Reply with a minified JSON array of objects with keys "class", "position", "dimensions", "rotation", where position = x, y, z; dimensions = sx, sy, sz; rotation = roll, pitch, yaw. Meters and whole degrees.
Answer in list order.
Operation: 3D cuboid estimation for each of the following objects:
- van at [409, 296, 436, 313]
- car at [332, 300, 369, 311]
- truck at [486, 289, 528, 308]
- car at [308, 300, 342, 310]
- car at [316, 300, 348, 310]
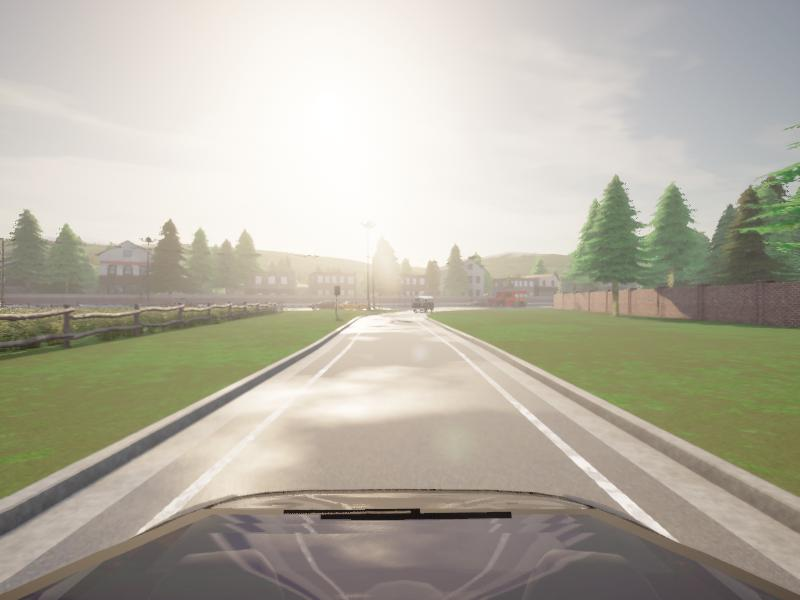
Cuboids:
[{"class":"van","position":[2.890,0.554,50.247],"dimensions":[2.069,2.038,4.480],"rotation":[0,-1,22]},{"class":"car","position":[-7.485,0.776,60.865],"dimensions":[5.366,1.575,1.801],"rotation":[0,0,-25]},{"class":"truck","position":[22.122,-0.359,82.338],"dimensions":[8.468,3.827,2.891],"rotation":[0,0,-25]},{"class":"car","position":[-11.730,0.797,62.752],"dimensions":[5.008,1.535,1.882],"rotation":[0,0,-25]},{"class":"car","position":[-11.385,0.795,66.772],"dimensions":[5.008,1.535,1.882],"rotation":[0,0,-25]}]
